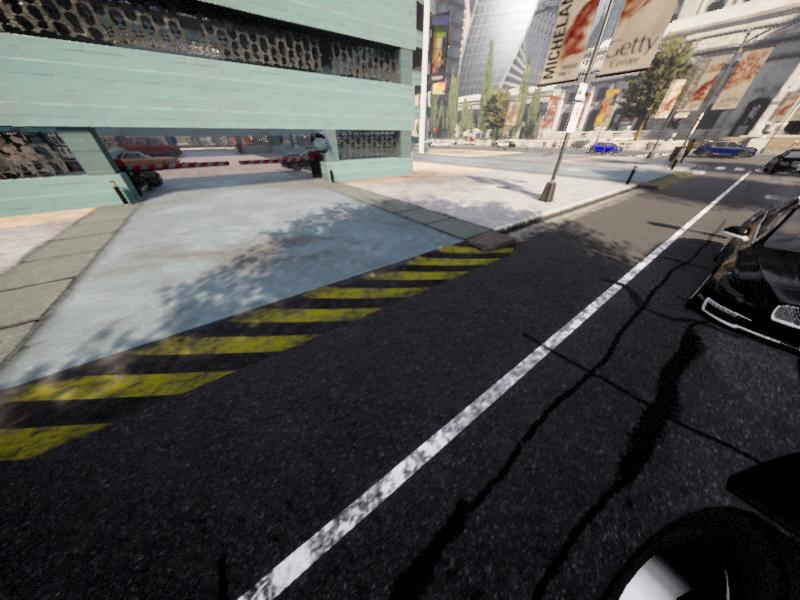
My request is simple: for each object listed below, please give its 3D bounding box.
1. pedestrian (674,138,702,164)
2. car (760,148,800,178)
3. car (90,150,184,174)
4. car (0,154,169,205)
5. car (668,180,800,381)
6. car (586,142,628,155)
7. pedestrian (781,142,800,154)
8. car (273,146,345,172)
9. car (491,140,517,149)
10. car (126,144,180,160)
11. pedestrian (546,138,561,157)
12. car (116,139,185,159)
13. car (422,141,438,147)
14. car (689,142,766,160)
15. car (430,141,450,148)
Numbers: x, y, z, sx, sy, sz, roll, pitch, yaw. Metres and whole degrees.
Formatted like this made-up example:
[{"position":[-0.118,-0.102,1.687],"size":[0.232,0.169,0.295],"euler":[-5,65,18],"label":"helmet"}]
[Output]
[{"position":[25.830,-13.371,20.740],"size":[0.751,1.860,0.751],"euler":[-24,41,-29],"label":"pedestrian"},{"position":[27.195,-9.480,15.875],"size":[4.674,1.442,1.812],"euler":[-29,44,-34],"label":"car"},{"position":[-20.785,-11.215,18.635],"size":[4.718,1.301,1.895],"euler":[-23,41,-29],"label":"car"},{"position":[-14.315,-5.730,10.711],"size":[4.786,1.482,2.161],"euler":[-23,41,-29],"label":"car"},{"position":[6.357,-0.614,3.431],"size":[4.892,1.490,1.837],"euler":[-23,41,-28],"label":"car"},{"position":[31.469,-23.132,35.182],"size":[1.816,1.474,4.193],"euler":[-23,41,-28],"label":"car"},{"position":[51.306,-19.929,30.313],"size":[0.751,1.300,0.751],"euler":[-21,40,-26],"label":"pedestrian"},{"position":[-7.346,-11.630,18.953],"size":[4.902,1.511,2.128],"euler":[-23,41,-29],"label":"car"},{"position":[23.925,-35.991,53.389],"size":[2.038,1.542,4.974],"euler":[-28,44,-33],"label":"car"},{"position":[-32.361,-19.532,30.459],"size":[4.514,1.523,2.007],"euler":[-23,41,-29],"label":"car"},{"position":[19.104,-18.963,28.731],"size":[0.751,1.860,0.751],"euler":[-16,38,-21],"label":"pedestrian"},{"position":[-32.316,-19.872,30.262],"size":[5.566,2.045,2.435],"euler":[-23,41,-29],"label":"car"},{"position":[8.208,-42.879,63.468],"size":[3.806,1.475,1.970],"euler":[13,37,18],"label":"car"},{"position":[38.379,-17.670,27.241],"size":[2.033,1.649,4.856],"euler":[-23,41,-28],"label":"car"},{"position":[10.293,-39.937,59.350],"size":[4.718,1.301,1.895],"euler":[18,39,24],"label":"car"}]
